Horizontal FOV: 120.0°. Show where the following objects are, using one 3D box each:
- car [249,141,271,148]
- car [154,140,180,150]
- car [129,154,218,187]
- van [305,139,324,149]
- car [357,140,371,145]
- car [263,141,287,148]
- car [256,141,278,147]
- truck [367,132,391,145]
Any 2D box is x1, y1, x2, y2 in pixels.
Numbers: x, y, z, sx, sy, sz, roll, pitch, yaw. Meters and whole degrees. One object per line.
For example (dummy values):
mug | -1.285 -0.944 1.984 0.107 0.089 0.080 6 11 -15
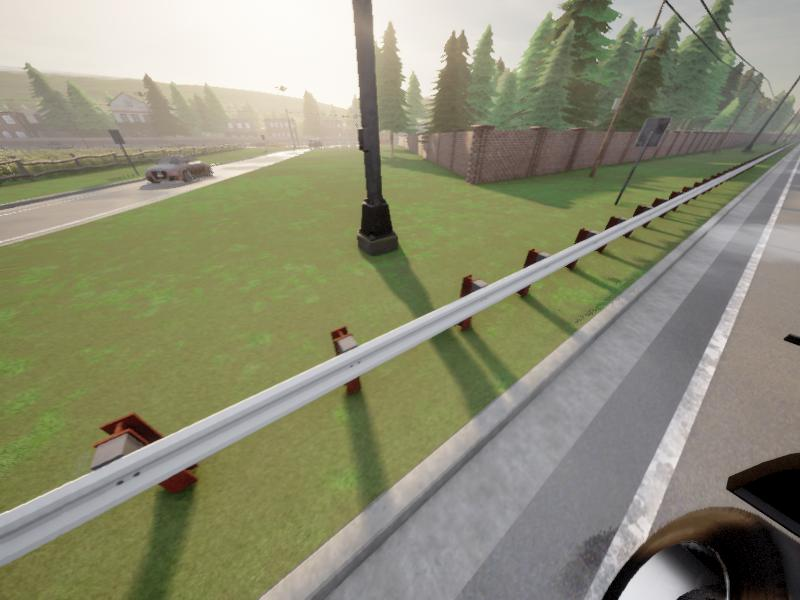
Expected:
car | -39.486 -43.978 65.235 5.008 1.535 1.882 -17 39 -22
car | -56.029 -37.364 55.671 3.866 1.878 1.905 -22 40 -27
car | -13.961 -8.342 14.655 1.994 1.385 4.181 -6 36 -8
van | -20.554 -37.781 55.867 2.069 2.038 4.480 5 36 8
car | -13.451 -59.015 86.449 4.902 1.511 2.128 -22 40 -27
car | -34.649 -43.301 64.202 5.366 1.575 1.801 -22 40 -27
car | -39.523 -46.387 68.652 5.008 1.535 1.882 -22 40 -27
truck | -7.701 -59.842 85.505 8.468 3.827 2.891 -22 40 -27
